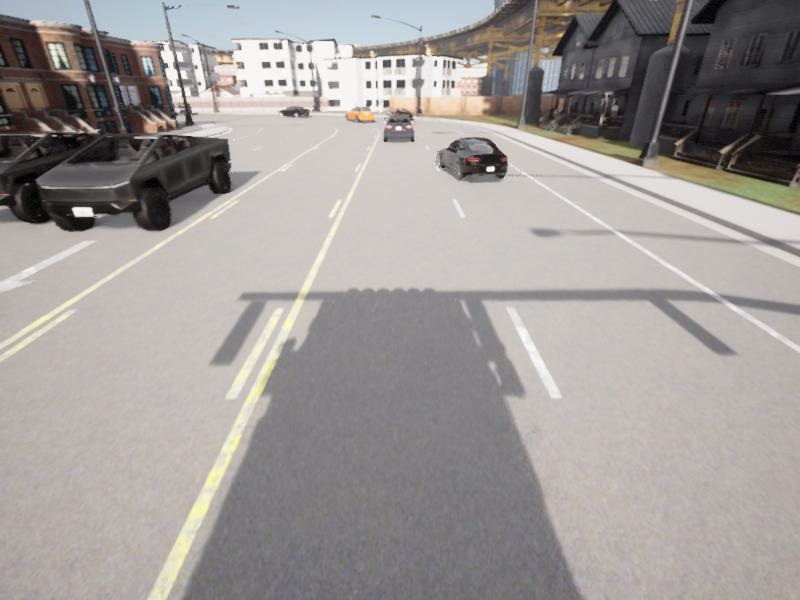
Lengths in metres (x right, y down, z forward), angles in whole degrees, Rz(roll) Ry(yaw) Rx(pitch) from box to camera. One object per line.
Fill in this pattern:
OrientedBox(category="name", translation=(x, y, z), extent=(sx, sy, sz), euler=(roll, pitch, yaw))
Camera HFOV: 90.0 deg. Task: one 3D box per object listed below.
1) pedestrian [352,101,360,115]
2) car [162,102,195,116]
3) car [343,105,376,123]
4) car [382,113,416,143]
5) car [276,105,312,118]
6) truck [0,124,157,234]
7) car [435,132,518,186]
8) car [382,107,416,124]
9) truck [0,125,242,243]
OrientedBox(category="pedestrian", translation=(-6.714, -29.295, 60.913), extent=(0.751, 1.860, 0.751), euler=(23, 35, 37))
OrientedBox(category="car", translation=(-35.710, -30.816, 64.535), extent=(3.866, 1.878, 1.905), euler=(1, 27, 2))
OrientedBox(category="car", translation=(-4.797, -21.862, 46.972), extent=(2.097, 1.767, 4.553), euler=(-14, 30, -25))
OrientedBox(category="car", translation=(-0.084, -12.693, 29.319), extent=(2.242, 1.667, 4.611), euler=(0, 27, 0))
OrientedBox(category="car", translation=(-15.043, -26.644, 56.607), extent=(5.008, 1.535, 1.882), euler=(17, 32, 30))
OrientedBox(category="truck", translation=(-10.534, -3.974, 12.099), extent=(2.390, 2.098, 6.274), euler=(0, 27, 0))
OrientedBox(category="car", translation=(2.898, -5.930, 16.452), extent=(1.812, 1.442, 4.674), euler=(-5, 28, -9))
OrientedBox(category="car", translation=(-0.171, -21.206, 45.961), extent=(2.128, 1.511, 4.902), euler=(-11, 29, -21))
OrientedBox(category="truck", translation=(-7.032, -3.670, 11.477), extent=(2.390, 2.098, 6.274), euler=(0, 27, 0))
